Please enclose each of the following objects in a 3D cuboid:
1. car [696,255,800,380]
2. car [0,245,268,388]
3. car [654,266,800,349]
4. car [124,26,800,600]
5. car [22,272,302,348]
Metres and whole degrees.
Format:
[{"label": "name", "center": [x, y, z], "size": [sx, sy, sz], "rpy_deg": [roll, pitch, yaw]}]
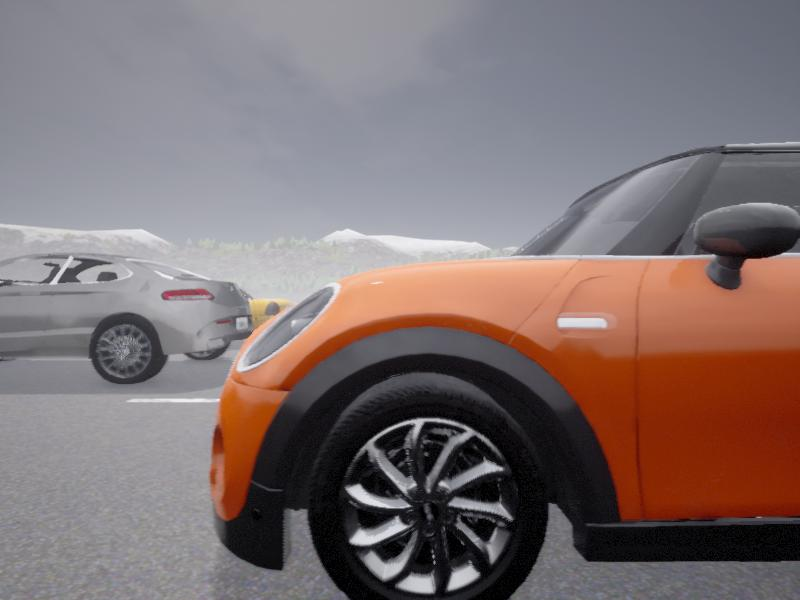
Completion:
[{"label": "car", "center": [7.421, 0.215, 5.716], "size": [5.008, 1.535, 1.882], "rpy_deg": [0, 0, 0]}, {"label": "car", "center": [-4.739, 0.186, 5.689], "size": [5.027, 1.651, 2.152], "rpy_deg": [0, 0, 0]}, {"label": "car", "center": [8.882, 0.147, 9.219], "size": [4.611, 1.667, 2.242], "rpy_deg": [0, 0, 0]}, {"label": "car", "center": [1.482, 0.092, 2.204], "size": [4.553, 1.767, 2.097], "rpy_deg": [0, 0, 0]}, {"label": "car", "center": [-5.143, 0.207, 9.190], "size": [5.366, 1.575, 1.801], "rpy_deg": [0, 0, 0]}]
